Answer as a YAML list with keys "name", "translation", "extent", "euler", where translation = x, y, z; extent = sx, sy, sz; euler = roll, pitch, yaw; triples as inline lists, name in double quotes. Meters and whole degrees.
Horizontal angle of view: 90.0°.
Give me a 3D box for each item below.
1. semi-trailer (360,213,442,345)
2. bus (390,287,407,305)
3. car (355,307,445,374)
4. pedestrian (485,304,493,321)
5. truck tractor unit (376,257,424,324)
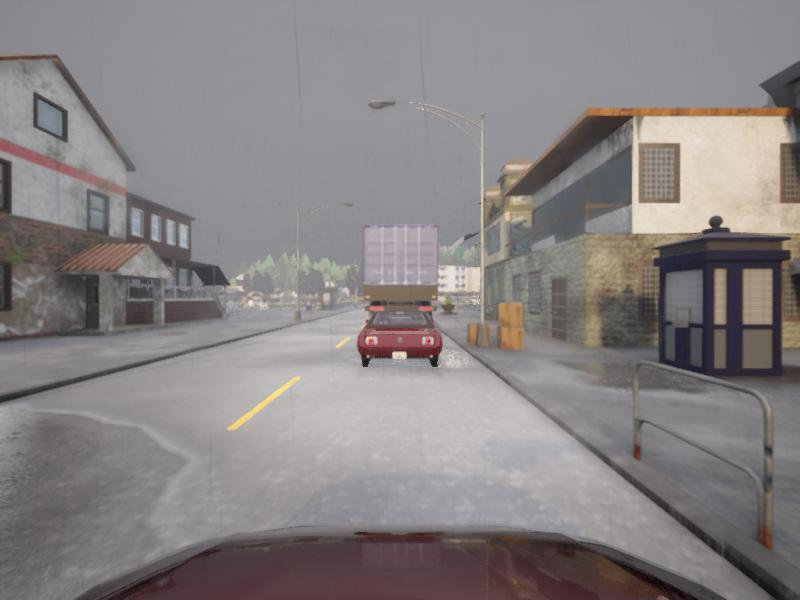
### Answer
- name: "semi-trailer"
  translation: [0.014, -0.705, 20.446]
  extent: [2.717, 4.402, 14.254]
  euler: [0, 0, 0]
- name: "bus"
  translation: [-0.171, -0.970, 102.973]
  extent: [3.944, 4.253, 10.273]
  euler: [0, 0, 2]
- name: "car"
  translation: [-0.004, 0.898, 10.832]
  extent: [1.895, 1.301, 4.718]
  euler: [0, 0, 0]
- name: "pedestrian"
  translation: [5.872, 0.803, 26.275]
  extent: [0.500, 1.100, 0.500]
  euler: [0, 0, 15]
- name: "truck tractor unit"
  translation: [-0.008, -0.616, 28.366]
  extent: [3.053, 4.208, 6.516]
  euler: [0, 0, 0]
